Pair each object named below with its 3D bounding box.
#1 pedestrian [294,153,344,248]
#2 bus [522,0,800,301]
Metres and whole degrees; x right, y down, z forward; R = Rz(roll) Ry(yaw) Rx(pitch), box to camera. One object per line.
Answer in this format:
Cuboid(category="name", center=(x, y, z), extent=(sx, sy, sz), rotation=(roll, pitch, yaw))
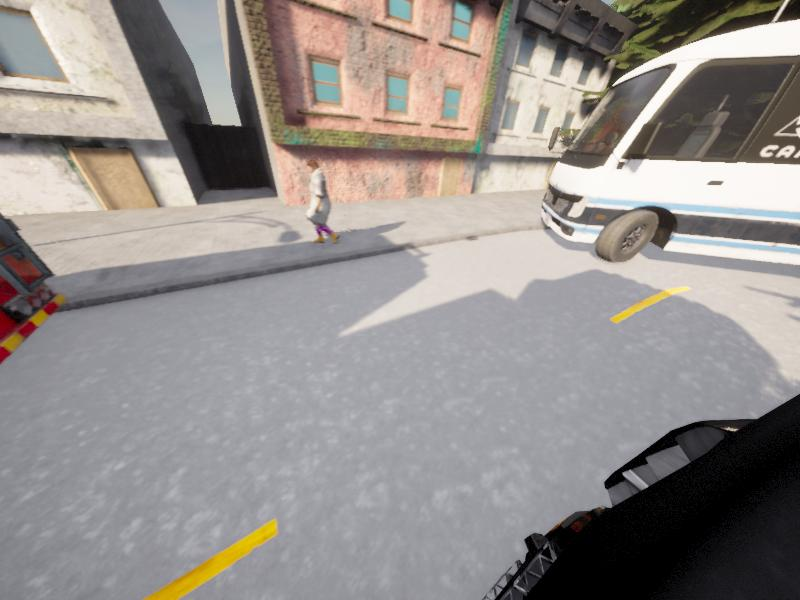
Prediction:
Cuboid(category="pedestrian", center=(-1.746, -2.209, 5.244), extent=(0.751, 1.860, 0.751), rotation=(-4, 34, -11))
Cuboid(category="bus", center=(9.079, -2.710, 4.903), extent=(10.273, 4.253, 3.944), rotation=(10, 36, 13))
